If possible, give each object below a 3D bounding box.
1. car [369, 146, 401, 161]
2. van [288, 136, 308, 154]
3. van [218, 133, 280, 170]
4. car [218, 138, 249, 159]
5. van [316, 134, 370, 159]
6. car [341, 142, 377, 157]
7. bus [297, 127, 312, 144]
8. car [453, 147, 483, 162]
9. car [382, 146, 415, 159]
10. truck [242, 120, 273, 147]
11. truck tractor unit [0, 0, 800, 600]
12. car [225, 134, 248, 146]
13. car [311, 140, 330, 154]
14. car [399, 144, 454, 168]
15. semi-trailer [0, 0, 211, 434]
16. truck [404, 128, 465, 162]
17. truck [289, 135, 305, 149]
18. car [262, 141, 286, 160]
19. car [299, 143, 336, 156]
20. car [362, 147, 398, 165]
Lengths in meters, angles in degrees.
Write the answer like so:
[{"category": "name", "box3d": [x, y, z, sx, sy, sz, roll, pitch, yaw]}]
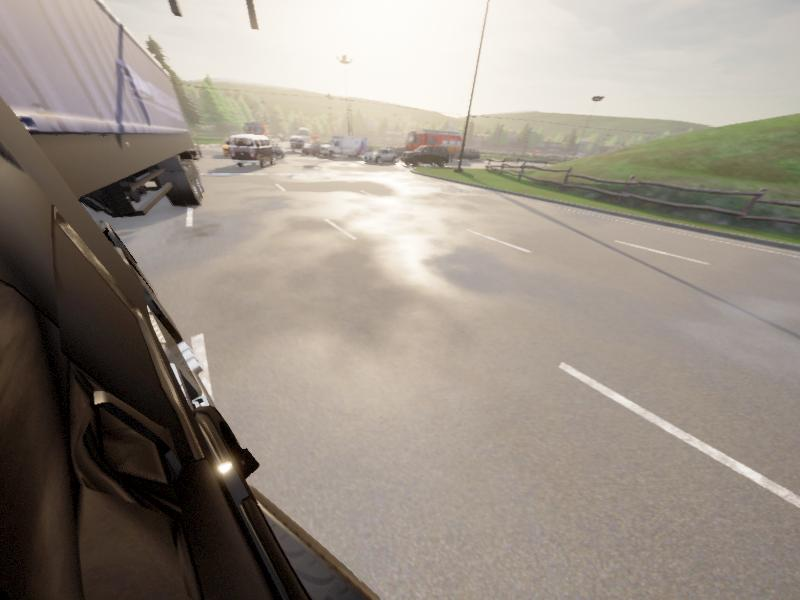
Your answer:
[{"category": "car", "box3d": [-1.996, -19.430, 30.701, 3.633, 1.501, 1.845, -14, 38, -25]}, {"category": "van", "box3d": [-15.185, -23.105, 34.332, 2.069, 2.038, 4.480, -11, 37, -20]}, {"category": "van", "box3d": [-11.005, -11.158, 17.341, 2.069, 2.038, 4.480, -3, 34, -9]}, {"category": "car", "box3d": [-16.955, -15.660, 23.763, 1.882, 1.535, 5.008, -13, 38, -23]}, {"category": "van", "box3d": [-7.320, -20.153, 30.446, 6.366, 2.431, 2.351, -25, 44, -35]}, {"category": "car", "box3d": [-6.197, -22.933, 35.316, 5.027, 1.651, 2.152, -15, 39, -26]}, {"category": "bus", "box3d": [-33.795, -58.573, 82.230, 3.944, 4.253, 10.273, -7, 37, -15]}, {"category": "car", "box3d": [12.100, -25.974, 41.283, 4.605, 1.855, 1.932, -7, 36, -16]}, {"category": "car", "box3d": [-0.261, -24.145, 37.776, 4.792, 1.488, 2.163, -8, 36, -17]}, {"category": "truck", "box3d": [-27.639, -32.469, 45.192, 2.891, 3.827, 8.468, -7, 36, -16]}, {"category": "truck tractor unit", "box3d": [-2.645, -0.295, 0.351, 6.516, 4.208, 3.053, 28, 44, 30]}, {"category": "car", "box3d": [-30.403, -29.964, 43.227, 2.152, 1.651, 5.027, -8, 36, -16]}, {"category": "car", "box3d": [-12.763, -24.665, 37.163, 2.242, 1.667, 4.611, -10, 37, -19]}, {"category": "car", "box3d": [2.948, -16.305, 26.166, 5.566, 2.045, 2.150, -11, 37, -21]}, {"category": "semi-trailer", "box3d": [-7.263, -4.182, 5.402, 2.717, 4.402, 14.254, -17, 39, -27]}, {"category": "truck", "box3d": [5.177, -23.779, 35.693, 8.468, 3.827, 2.891, -8, 36, -16]}, {"category": "truck", "box3d": [-20.757, -32.144, 46.909, 2.390, 2.098, 6.274, -7, 36, -16]}, {"category": "car", "box3d": [-13.679, -16.210, 24.935, 1.816, 1.474, 4.193, -13, 38, -23]}, {"category": "car", "box3d": [-11.098, -20.398, 31.377, 1.994, 1.385, 4.181, 26, 40, 29]}, {"category": "car", "box3d": [-2.248, -16.486, 26.434, 1.970, 1.475, 3.806, 30, 42, 32]}]
